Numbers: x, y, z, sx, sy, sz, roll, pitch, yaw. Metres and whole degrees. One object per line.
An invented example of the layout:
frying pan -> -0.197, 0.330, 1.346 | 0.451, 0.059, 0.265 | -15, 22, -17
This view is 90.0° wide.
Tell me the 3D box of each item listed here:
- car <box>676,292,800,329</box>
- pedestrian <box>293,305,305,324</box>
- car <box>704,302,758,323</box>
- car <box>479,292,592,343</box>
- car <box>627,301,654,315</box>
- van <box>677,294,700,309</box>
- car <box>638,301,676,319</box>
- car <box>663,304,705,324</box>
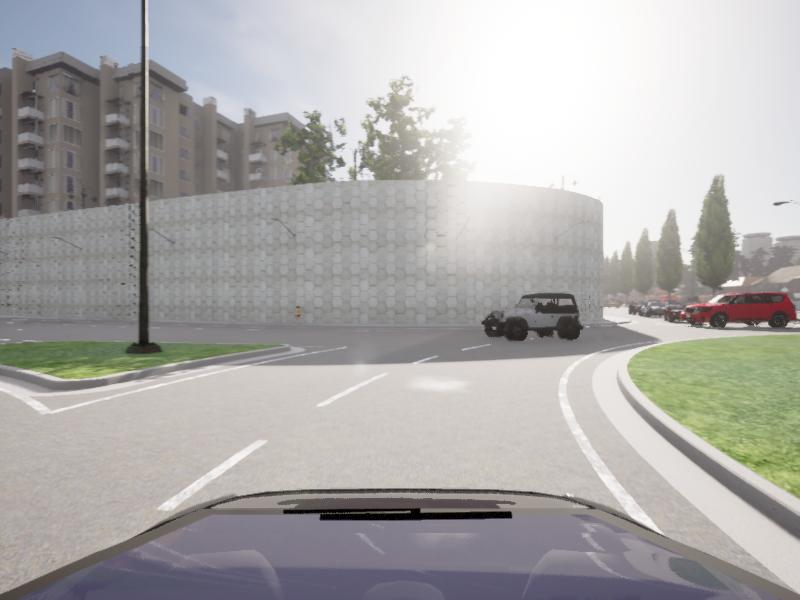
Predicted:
car -> 19.737, 0.590, 23.450 | 5.566, 2.045, 2.150 | 0, 0, 2
pedestrian -> -6.035, 0.858, 23.857 | 0.500, 1.100, 0.500 | 0, 0, 17
car -> 24.921, 0.899, 30.299 | 1.812, 1.442, 4.674 | 0, 0, 22
car -> 5.391, 0.652, 16.086 | 3.866, 1.878, 1.905 | 0, 0, -15
car -> 26.628, 0.858, 44.405 | 1.845, 1.501, 3.633 | 0, 0, 20
van -> 53.802, 0.262, 74.621 | 1.988, 2.561, 5.915 | 0, 0, 20
car -> 24.165, 0.852, 37.846 | 2.038, 1.542, 4.974 | 0, 0, 21
car -> 20.624, 0.968, 29.257 | 1.895, 1.301, 4.718 | 0, 0, 28
